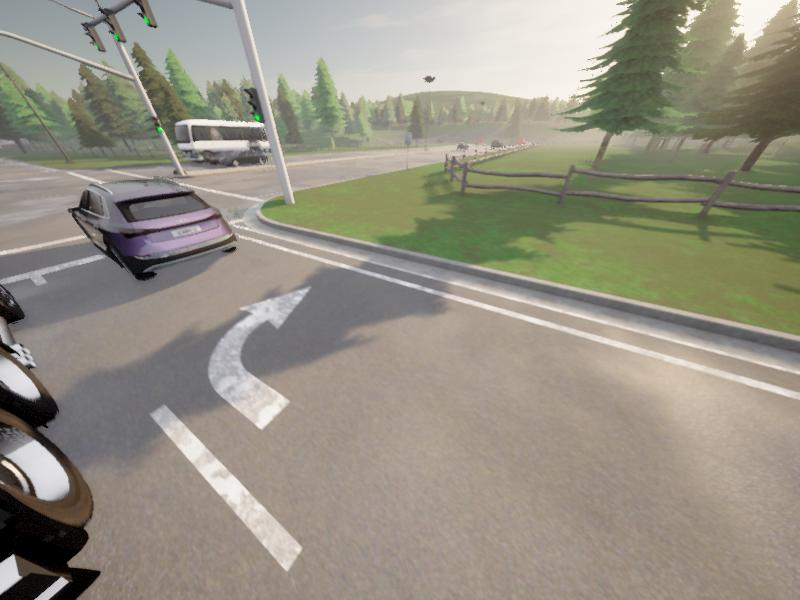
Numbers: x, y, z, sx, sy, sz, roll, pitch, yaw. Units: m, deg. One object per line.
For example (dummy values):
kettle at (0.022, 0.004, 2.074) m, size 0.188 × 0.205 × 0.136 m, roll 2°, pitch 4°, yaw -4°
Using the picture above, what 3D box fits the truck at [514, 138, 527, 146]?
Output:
truck at (45.296, -59.175, 86.580) m, size 2.627 × 2.467 × 5.204 m, roll 23°, pitch 41°, yaw 29°

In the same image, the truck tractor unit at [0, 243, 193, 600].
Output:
truck tractor unit at (-5.075, -0.334, 0.837) m, size 6.516 × 4.208 × 3.053 m, roll 20°, pitch 39°, yaw 26°

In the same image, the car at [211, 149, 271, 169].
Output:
car at (-16.849, -15.272, 24.850) m, size 1.837 × 1.490 × 4.892 m, roll 17°, pitch 39°, yaw 24°

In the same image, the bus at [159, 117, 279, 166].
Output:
bus at (-21.524, -19.668, 28.807) m, size 3.944 × 4.253 × 10.273 m, roll 17°, pitch 39°, yaw 24°

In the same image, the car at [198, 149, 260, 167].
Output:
car at (-19.576, -16.531, 26.777) m, size 2.033 × 1.411 × 5.357 m, roll 17°, pitch 39°, yaw 24°

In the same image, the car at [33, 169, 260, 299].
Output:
car at (-5.922, -1.933, 5.428) m, size 4.856 × 1.649 × 2.033 m, roll 20°, pitch 40°, yaw 27°
